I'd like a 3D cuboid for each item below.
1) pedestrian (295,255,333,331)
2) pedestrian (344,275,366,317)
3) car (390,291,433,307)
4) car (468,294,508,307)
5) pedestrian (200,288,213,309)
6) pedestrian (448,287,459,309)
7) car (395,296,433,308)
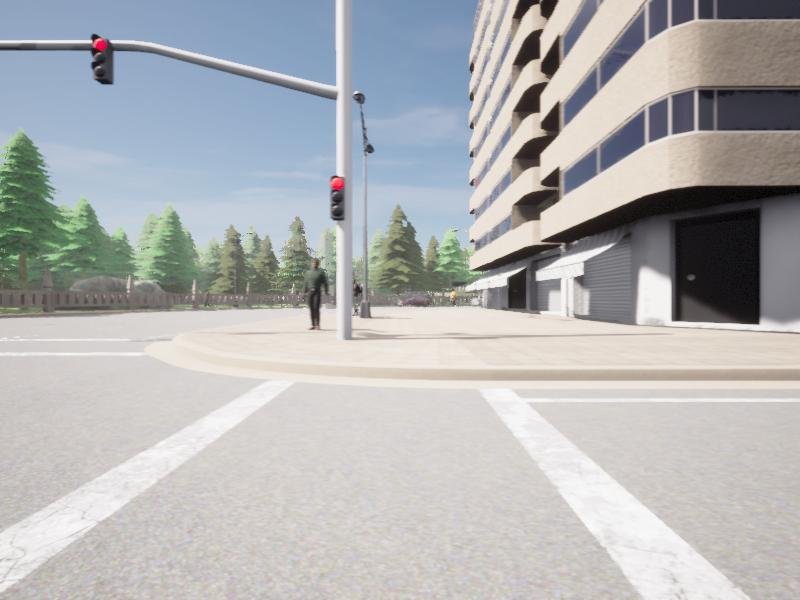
[{"bbox_3d":[-2.154,-0.168,10.135,0.751,1.860,0.751,0,0,5],"label":"pedestrian"},{"bbox_3d":[-2.033,-0.168,18.066,0.751,1.860,0.751,0,0,16],"label":"pedestrian"},{"bbox_3d":[1.603,-0.088,54.525,5.566,2.045,2.150,0,0,-32],"label":"car"},{"bbox_3d":[11.433,0.089,51.903,4.611,1.667,2.242,0,0,-23],"label":"car"},{"bbox_3d":[-17.682,-0.150,36.613,0.751,1.860,0.751,0,0,26],"label":"pedestrian"},{"bbox_3d":[4.760,-0.175,35.627,0.751,1.860,0.751,0,0,39],"label":"pedestrian"},{"bbox_3d":[1.789,0.213,50.316,4.674,1.442,1.812,0,0,-35],"label":"car"}]
